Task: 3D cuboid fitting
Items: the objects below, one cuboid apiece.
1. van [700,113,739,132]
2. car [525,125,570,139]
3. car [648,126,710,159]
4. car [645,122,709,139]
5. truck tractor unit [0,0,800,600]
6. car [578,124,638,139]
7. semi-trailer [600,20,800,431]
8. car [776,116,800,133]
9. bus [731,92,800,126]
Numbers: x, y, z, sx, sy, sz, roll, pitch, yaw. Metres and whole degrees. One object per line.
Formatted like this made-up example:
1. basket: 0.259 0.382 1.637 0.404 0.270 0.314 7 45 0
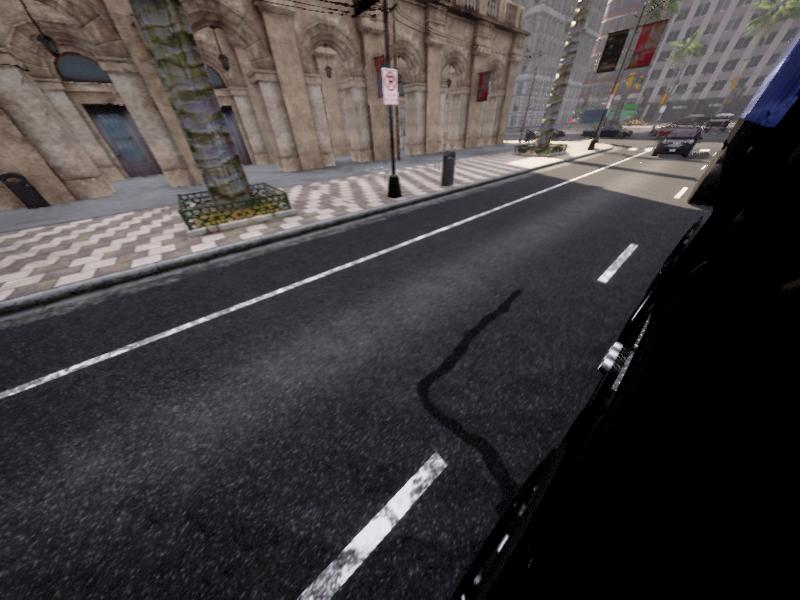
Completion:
1. van: 45.691 -25.358 33.018 4.480 2.038 2.069 -25 43 -27
2. car: 21.627 -24.753 34.137 2.038 1.542 4.974 -28 43 -30
3. car: 17.956 -10.174 14.858 3.633 1.501 1.845 -30 45 -32
4. car: 31.573 -19.434 26.533 1.994 1.385 4.181 -10 38 -10
5. truck tractor unit: 2.645 -0.295 0.351 6.516 4.208 3.053 -28 44 -30
6. car: 26.486 -21.541 29.645 2.033 1.411 5.357 -30 45 -32
7. semi-trailer: 8.593 -3.672 4.333 14.254 4.402 2.717 -29 44 -31
8. car: 46.209 -20.257 26.587 3.633 1.501 1.845 -17 40 -19
9. bus: 65.223 -32.665 39.726 3.944 4.253 10.273 10 39 16
